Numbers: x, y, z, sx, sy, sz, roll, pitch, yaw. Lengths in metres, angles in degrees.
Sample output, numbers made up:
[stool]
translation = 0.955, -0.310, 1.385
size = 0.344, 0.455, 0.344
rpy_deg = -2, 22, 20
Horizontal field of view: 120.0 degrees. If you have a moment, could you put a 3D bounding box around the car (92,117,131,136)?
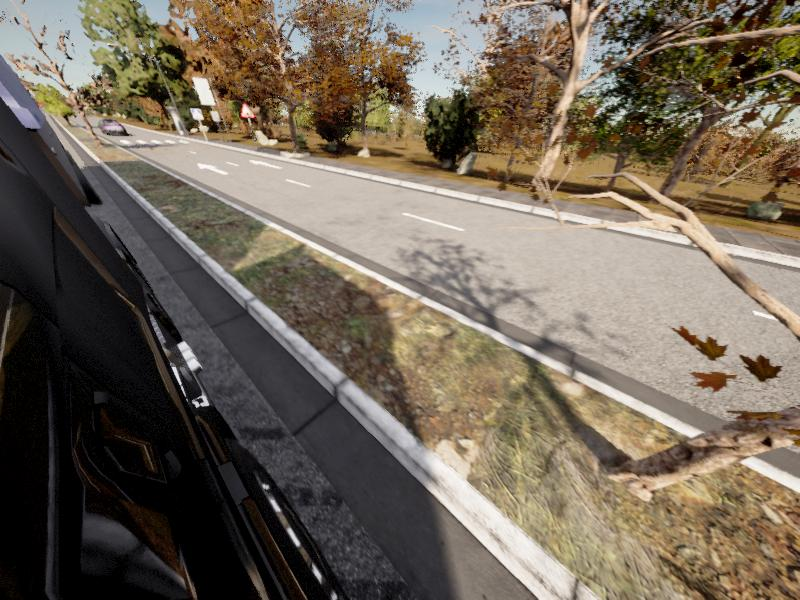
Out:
[car]
translation = -35.445, -21.284, 28.355
size = 4.856, 1.649, 2.033
rpy_deg = 28, 44, 30

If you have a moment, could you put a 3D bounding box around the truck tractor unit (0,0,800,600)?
[truck tractor unit]
translation = -2.645, -0.295, 0.351
size = 6.516, 4.208, 3.053
rpy_deg = 28, 44, 30

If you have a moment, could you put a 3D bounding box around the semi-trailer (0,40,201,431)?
[semi-trailer]
translation = -8.701, -3.602, 4.227
size = 14.254, 4.402, 2.717
rpy_deg = 28, 43, 30
